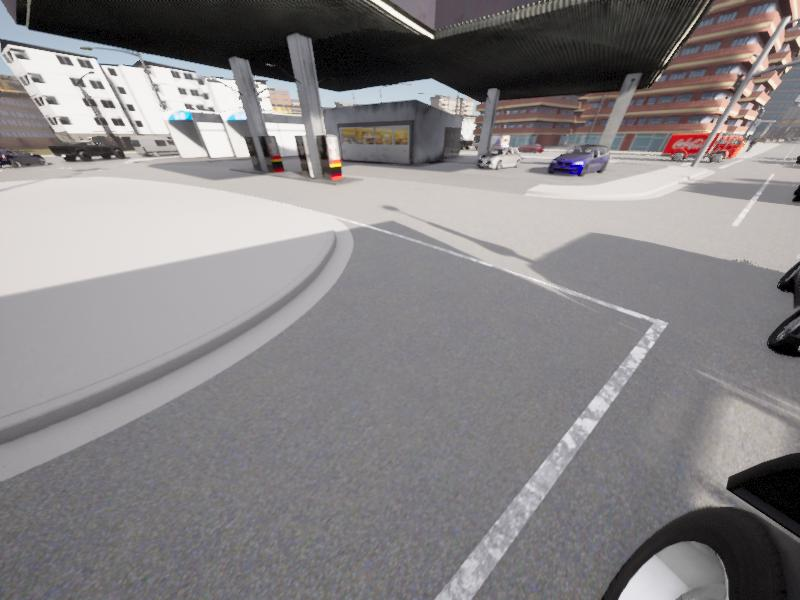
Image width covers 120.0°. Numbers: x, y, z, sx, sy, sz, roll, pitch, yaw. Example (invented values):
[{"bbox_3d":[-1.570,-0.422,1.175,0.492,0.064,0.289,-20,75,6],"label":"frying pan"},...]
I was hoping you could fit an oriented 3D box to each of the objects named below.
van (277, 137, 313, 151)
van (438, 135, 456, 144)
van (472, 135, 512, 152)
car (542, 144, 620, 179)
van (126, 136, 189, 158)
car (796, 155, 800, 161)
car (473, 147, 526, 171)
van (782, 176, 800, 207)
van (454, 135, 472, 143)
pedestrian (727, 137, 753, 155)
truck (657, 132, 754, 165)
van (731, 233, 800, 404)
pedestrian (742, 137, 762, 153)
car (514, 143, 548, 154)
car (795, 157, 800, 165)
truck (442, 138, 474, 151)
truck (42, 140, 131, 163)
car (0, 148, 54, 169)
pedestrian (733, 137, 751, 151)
[{"bbox_3d":[-22.973,-34.267,50.593,6.366,2.431,2.351,-25,42,-31],"label":"van"},{"bbox_3d":[16.892,-57.790,83.137,6.366,2.431,2.351,-23,41,-27],"label":"van"},{"bbox_3d":[16.994,-29.166,43.056,2.351,2.431,6.366,-23,41,-29],"label":"van"},{"bbox_3d":[12.204,-9.472,15.603,4.611,1.667,2.242,-22,41,-28],"label":"car"},{"bbox_3d":[-36.396,-23.291,35.025,1.988,2.561,5.915,9,36,13],"label":"van"},{"bbox_3d":[45.416,-16.212,24.940,4.605,1.855,1.932,-22,41,-28],"label":"car"},{"bbox_3d":[8.273,-11.780,19.186,3.806,1.475,1.970,-22,41,-28],"label":"car"},{"bbox_3d":[17.398,-4.810,8.835,4.480,2.038,2.069,-22,41,-28],"label":"van"},{"bbox_3d":[23.656,-60.658,86.901,6.366,2.431,2.351,-23,41,-27],"label":"van"},{"bbox_3d":[43.093,-19.466,29.283,0.751,1.860,0.751,5,36,7],"label":"pedestrian"},{"bbox_3d":[30.445,-15.356,23.336,2.627,2.467,5.204,-26,42,-31],"label":"truck"},{"bbox_3d":[6.233,-0.228,2.436,4.480,2.038,2.069,-22,41,-28],"label":"van"},{"bbox_3d":[49.324,-21.693,32.396,0.751,1.860,0.751,-27,43,-33],"label":"pedestrian"},{"bbox_3d":[21.570,-25.130,38.214,1.994,1.385,4.181,-22,41,-28],"label":"car"},{"bbox_3d":[39.508,-13.796,21.556,4.605,1.855,1.932,-22,41,-28],"label":"car"},{"bbox_3d":[12.138,-32.849,48.603,2.390,2.098,6.274,-23,41,-29],"label":"truck"},{"bbox_3d":[-38.012,-18.365,28.431,2.390,2.098,6.274,0,35,0],"label":"truck"},{"bbox_3d":[-37.454,-13.919,22.612,1.845,1.501,3.633,-7,36,-10],"label":"car"},{"bbox_3d":[54.855,-25.028,37.085,0.751,1.860,0.751,-22,40,-27],"label":"pedestrian"}]
